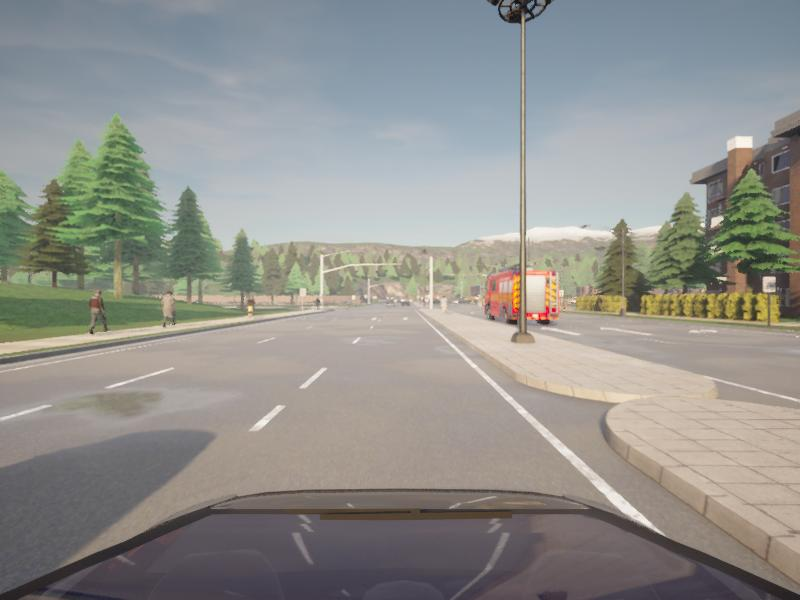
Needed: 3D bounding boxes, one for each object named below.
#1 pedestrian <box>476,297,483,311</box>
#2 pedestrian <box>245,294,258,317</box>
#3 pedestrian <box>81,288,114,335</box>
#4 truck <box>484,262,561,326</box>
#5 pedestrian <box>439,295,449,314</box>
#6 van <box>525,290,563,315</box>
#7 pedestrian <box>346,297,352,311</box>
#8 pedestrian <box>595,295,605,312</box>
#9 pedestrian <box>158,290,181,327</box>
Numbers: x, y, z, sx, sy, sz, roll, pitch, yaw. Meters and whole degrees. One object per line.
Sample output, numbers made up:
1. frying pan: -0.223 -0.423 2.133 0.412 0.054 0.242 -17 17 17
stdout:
1. pedestrian: 11.122 0.549 55.823 0.751 1.860 0.751 0 0 -4
2. pedestrian: -11.824 0.422 31.859 0.751 1.860 0.751 0 0 1
3. pedestrian: -12.096 0.446 16.041 0.751 1.860 0.751 0 0 1
4. truck: 8.197 -0.364 28.146 2.891 3.827 8.468 0 0 1
5. pedestrian: 4.264 0.423 38.851 0.751 1.860 0.751 0 0 -8
6. van: 15.331 0.254 42.858 1.988 2.561 5.915 0 0 0
7. pedestrian: -6.926 0.550 54.527 0.751 1.860 0.751 0 0 -13
8. pedestrian: 22.153 0.415 44.327 0.751 1.860 0.751 0 0 -2
9. pedestrian: -11.794 0.440 20.471 0.751 1.860 0.751 0 0 2
